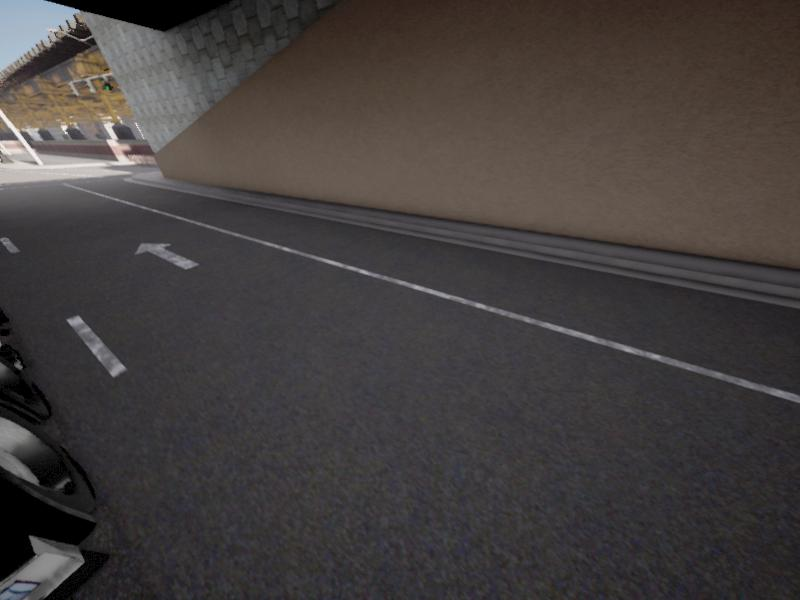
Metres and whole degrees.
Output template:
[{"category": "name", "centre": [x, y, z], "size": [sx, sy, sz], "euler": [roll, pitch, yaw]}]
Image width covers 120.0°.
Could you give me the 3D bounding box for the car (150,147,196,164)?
[{"category": "car", "centre": [-28.939, -18.634, 29.678], "size": [2.038, 1.542, 4.974], "euler": [-9, 36, -12]}]

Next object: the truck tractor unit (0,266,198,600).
[{"category": "truck tractor unit", "centre": [-5.117, -0.293, 0.776], "size": [6.516, 4.208, 3.053], "euler": [18, 39, 24]}]
